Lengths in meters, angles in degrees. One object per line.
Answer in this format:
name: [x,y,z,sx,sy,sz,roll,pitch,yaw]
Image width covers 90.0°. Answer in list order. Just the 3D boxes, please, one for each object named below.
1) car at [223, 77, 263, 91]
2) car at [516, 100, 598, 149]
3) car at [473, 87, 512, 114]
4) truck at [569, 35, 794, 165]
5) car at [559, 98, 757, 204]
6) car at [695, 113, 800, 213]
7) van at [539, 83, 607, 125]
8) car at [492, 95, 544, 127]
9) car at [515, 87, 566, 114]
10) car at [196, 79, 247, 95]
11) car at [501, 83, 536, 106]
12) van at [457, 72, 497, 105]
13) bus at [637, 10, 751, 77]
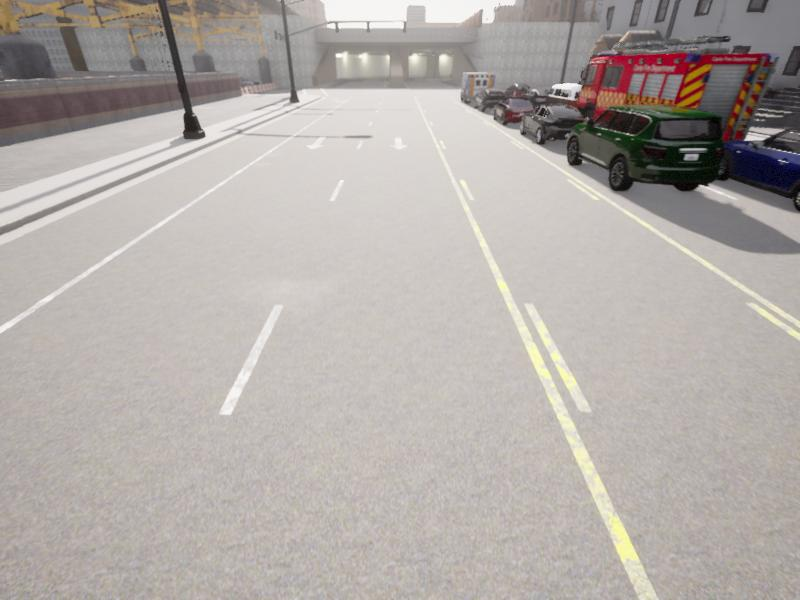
car: [-21.985,-30.484,56.333,2.038,1.542,4.974,15,34,24]
car: [6.995,-8.197,18.458,1.837,1.490,4.892,0,30,0]
car: [6.992,-15.376,30.690,1.837,1.490,4.892,0,30,0]
truck: [10.500,-8.544,16.749,2.891,3.827,8.468,0,30,0]
car: [6.997,-4.707,11.965,2.150,2.045,5.566,0,30,0]
car: [10.497,-3.649,10.412,2.097,1.767,4.553,0,30,0]
van: [10.492,-12.191,24.723,2.069,2.038,4.480,0,30,0]
car: [6.973,-11.487,24.188,1.994,1.385,4.181,1,30,1]
car: [10.486,-15.218,30.405,2.128,1.511,4.902,0,30,0]
car: [-21.182,-25.435,47.730,2.038,1.542,4.974,26,39,36]
car: [10.496,-18.399,35.730,1.851,1.617,3.988,0,30,0]
van: [6.997,-19.692,37.122,2.351,2.431,6.366,0,30,0]
bus: [35.297,-31.029,48.690,10.273,4.253,3.944,-12,30,7]
